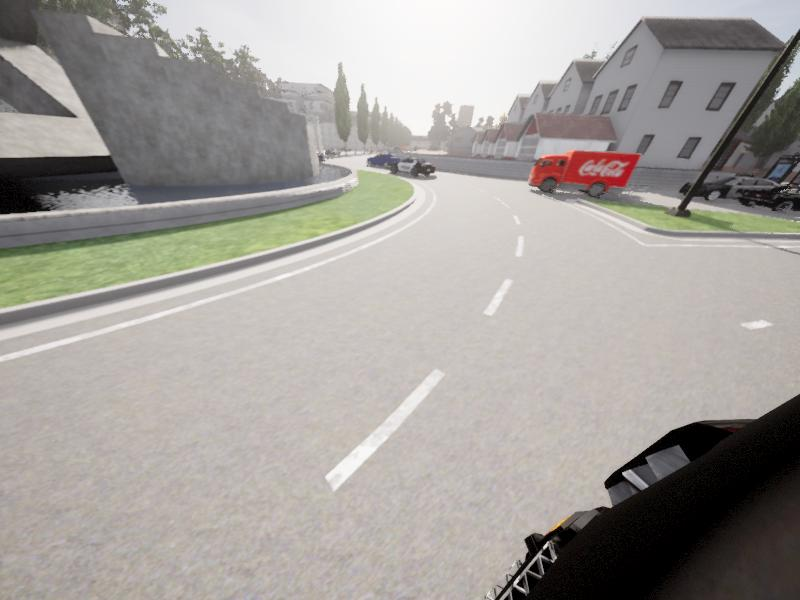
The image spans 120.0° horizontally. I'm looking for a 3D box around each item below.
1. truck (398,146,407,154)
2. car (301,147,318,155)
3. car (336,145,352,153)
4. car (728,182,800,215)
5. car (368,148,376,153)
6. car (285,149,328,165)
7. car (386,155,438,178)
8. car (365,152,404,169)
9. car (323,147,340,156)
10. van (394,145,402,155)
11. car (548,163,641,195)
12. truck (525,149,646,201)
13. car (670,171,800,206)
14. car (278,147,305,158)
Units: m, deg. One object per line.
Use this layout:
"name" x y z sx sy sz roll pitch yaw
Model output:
"truck" 0.996 -58.720 90.460 2.627 2.467 5.204 6 34 4
"car" -19.754 -32.634 50.548 1.845 1.501 3.633 6 34 4
"car" -19.992 -53.755 82.264 5.238 1.638 1.930 -6 34 -19
"car" 22.544 -5.579 12.896 4.718 1.301 1.895 8 34 7
"car" -10.829 -57.627 88.796 1.801 1.575 5.366 6 34 4
"car" -11.943 -18.332 29.546 4.674 1.442 1.812 9 34 9
"car" 1.027 -12.918 22.214 2.038 1.542 4.974 -24 41 -34
"car" -2.038 -17.497 28.922 5.008 1.535 1.882 27 41 34
"car" -15.783 -34.601 53.818 2.038 1.542 4.974 6 33 4
"van" -0.605 -51.301 79.071 1.988 2.561 5.915 6 34 4
"car" 14.418 -9.278 17.603 4.856 1.649 2.033 14 35 16
"truck" 11.549 -8.326 15.186 5.204 2.467 2.627 14 35 17
"car" 22.660 -7.662 15.744 5.238 1.638 1.930 8 34 7
"car" -18.112 -24.764 38.833 1.812 1.442 4.674 7 34 6
